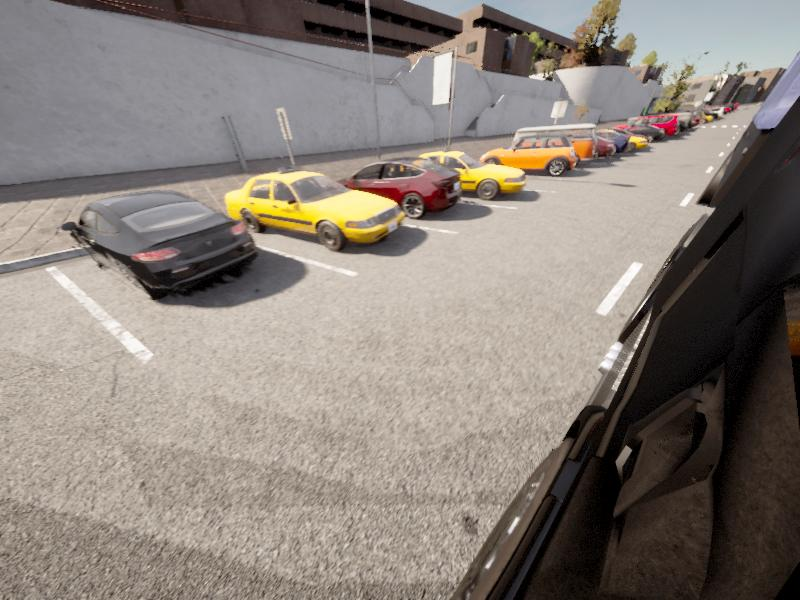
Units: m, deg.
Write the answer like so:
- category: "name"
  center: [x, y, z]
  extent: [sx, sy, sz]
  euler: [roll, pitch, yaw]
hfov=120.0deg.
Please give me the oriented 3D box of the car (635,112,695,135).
- category: "car"
  center: [33.731, -22.593, 29.641]
  extent: [4.442, 1.987, 1.878]
  euler: [16, 41, 26]

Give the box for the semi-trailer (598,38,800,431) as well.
- category: "semi-trailer"
  center: [8.692, -3.603, 4.243]
  extent: [14.254, 4.402, 2.717]
  euler: [-28, 43, -30]

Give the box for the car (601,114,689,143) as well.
- category: "car"
  center: [24.683, -17.589, 23.740]
  extent: [5.566, 2.045, 2.435]
  euler: [16, 41, 26]

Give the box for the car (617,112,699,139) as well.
- category: "car"
  center: [29.299, -20.080, 26.646]
  extent: [5.566, 2.045, 2.435]
  euler: [16, 41, 26]

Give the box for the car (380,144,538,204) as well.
- category: "car"
  center: [2.063, -5.018, 9.030]
  extent: [5.366, 1.575, 1.946]
  euler: [17, 40, 25]

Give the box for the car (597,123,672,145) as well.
- category: "car"
  center: [22.448, -16.101, 22.435]
  extent: [4.674, 1.452, 2.002]
  euler: [16, 41, 26]

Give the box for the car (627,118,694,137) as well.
- category: "car"
  center: [31.571, -21.130, 28.262]
  extent: [4.892, 1.521, 2.231]
  euler: [16, 41, 26]

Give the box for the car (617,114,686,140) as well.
- category: "car"
  center: [27.097, -18.786, 25.161]
  extent: [4.442, 1.987, 1.878]
  euler: [16, 41, 26]

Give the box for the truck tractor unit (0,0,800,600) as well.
- category: "truck tractor unit"
  center: [2.645, -0.295, 0.352]
  extent: [6.516, 4.208, 3.053]
  euler: [-28, 44, -30]

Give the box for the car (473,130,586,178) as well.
- category: "car"
  center: [6.485, -7.590, 11.995]
  extent: [4.553, 1.767, 2.185]
  euler: [17, 41, 25]

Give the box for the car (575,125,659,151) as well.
- category: "car"
  center: [17.909, -13.618, 19.483]
  extent: [4.792, 1.488, 2.163]
  euler: [17, 41, 26]

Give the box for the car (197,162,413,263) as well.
- category: "car"
  center: [-2.501, -2.588, 6.054]
  extent: [5.366, 1.575, 1.946]
  euler: [17, 40, 25]

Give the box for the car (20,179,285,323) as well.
- category: "car"
  center: [-4.940, -1.380, 4.669]
  extent: [4.674, 1.452, 2.002]
  euler: [17, 41, 25]

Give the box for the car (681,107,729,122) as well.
- category: "car"
  center: [65.901, -40.259, 50.118]
  extent: [5.566, 2.045, 2.435]
  euler: [16, 42, 26]

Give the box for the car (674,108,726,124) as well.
- category: "car"
  center: [59.073, -36.424, 45.722]
  extent: [5.566, 2.045, 2.435]
  euler: [16, 41, 26]

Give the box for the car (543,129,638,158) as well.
- category: "car"
  center: [13.289, -11.157, 16.556]
  extent: [4.792, 1.488, 2.163]
  euler: [17, 41, 26]

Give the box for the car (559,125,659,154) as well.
- category: "car"
  center: [15.762, -12.369, 17.926]
  extent: [5.366, 1.575, 1.946]
  euler: [17, 41, 26]

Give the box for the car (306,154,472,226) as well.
- category: "car"
  center: [-0.406, -3.830, 7.650]
  extent: [4.792, 1.488, 2.163]
  euler: [17, 41, 25]

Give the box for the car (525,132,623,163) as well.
- category: "car"
  center: [11.036, -9.912, 15.068]
  extent: [4.674, 1.452, 2.002]
  euler: [17, 41, 25]

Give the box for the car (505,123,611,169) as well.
- category: "car"
  center: [8.846, -8.877, 13.392]
  extent: [4.442, 1.987, 1.878]
  euler: [17, 40, 25]
